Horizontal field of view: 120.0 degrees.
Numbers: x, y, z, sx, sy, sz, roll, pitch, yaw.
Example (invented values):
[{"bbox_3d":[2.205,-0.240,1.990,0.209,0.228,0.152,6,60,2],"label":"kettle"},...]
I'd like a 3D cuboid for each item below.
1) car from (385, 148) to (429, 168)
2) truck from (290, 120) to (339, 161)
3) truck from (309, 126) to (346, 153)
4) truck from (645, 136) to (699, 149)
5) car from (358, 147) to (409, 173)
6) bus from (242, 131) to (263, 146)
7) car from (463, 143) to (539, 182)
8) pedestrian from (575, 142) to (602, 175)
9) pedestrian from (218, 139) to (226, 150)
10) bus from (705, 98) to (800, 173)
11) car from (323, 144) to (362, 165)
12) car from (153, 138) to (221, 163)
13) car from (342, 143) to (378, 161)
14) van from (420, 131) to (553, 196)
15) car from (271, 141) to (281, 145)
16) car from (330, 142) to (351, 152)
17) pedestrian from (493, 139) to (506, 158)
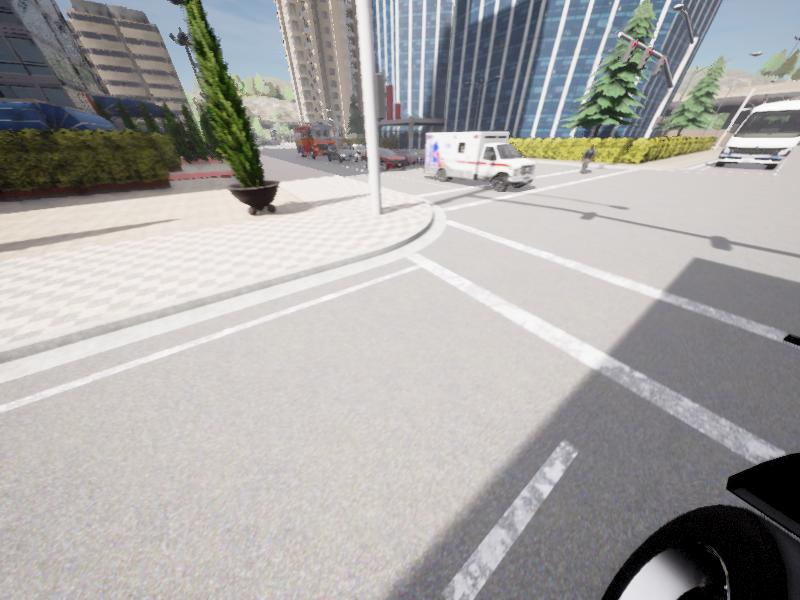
[{"bbox_3d":[0.591,-13.591,21.966,1.994,1.385,4.181,-22,41,-28],"label":"car"},{"bbox_3d":[-11.163,-20.636,29.924,2.891,3.827,8.468,-22,40,-27],"label":"truck"},{"bbox_3d":[-13.333,-29.311,42.231,2.891,3.827,8.468,-23,41,-28],"label":"truck"},{"bbox_3d":[53.396,-31.057,45.493,2.390,2.098,6.274,-22,41,-28],"label":"truck"},{"bbox_3d":[-1.489,-11.856,19.379,1.882,1.535,5.008,-22,41,-28],"label":"car"},{"bbox_3d":[-53.414,-58.458,83.510,3.944,4.253,10.273,-23,41,-28],"label":"bus"},{"bbox_3d":[6.401,-9.135,15.145,1.905,1.878,3.866,-23,41,-28],"label":"car"},{"bbox_3d":[12.880,-9.659,15.814,0.751,1.860,0.751,24,42,30],"label":"pedestrian"},{"bbox_3d":[-39.146,-34.277,50.899,0.751,1.860,0.751,-24,42,-30],"label":"pedestrian"},{"bbox_3d":[30.951,-13.625,19.235,10.273,4.253,3.944,-22,41,-28],"label":"bus"},{"bbox_3d":[-6.211,-15.722,24.784,2.242,1.667,4.611,-22,41,-28],"label":"car"},{"bbox_3d":[-24.031,-17.326,26.605,2.390,2.098,6.274,-3,35,-4],"label":"car"},{"bbox_3d":[-4.951,-18.175,28.272,1.930,1.638,5.238,-23,41,-28],"label":"car"},{"bbox_3d":[4.113,-7.719,12.696,2.351,2.431,6.366,-23,41,-28],"label":"van"},{"bbox_3d":[-45.519,-57.777,84.946,2.033,1.411,5.357,-23,41,-28],"label":"car"},{"bbox_3d":[-11.921,-30.711,46.207,2.128,1.511,4.902,-23,41,-28],"label":"car"},{"bbox_3d":[11.728,-17.956,27.313,0.751,1.860,0.751,-20,40,-25],"label":"pedestrian"}]
